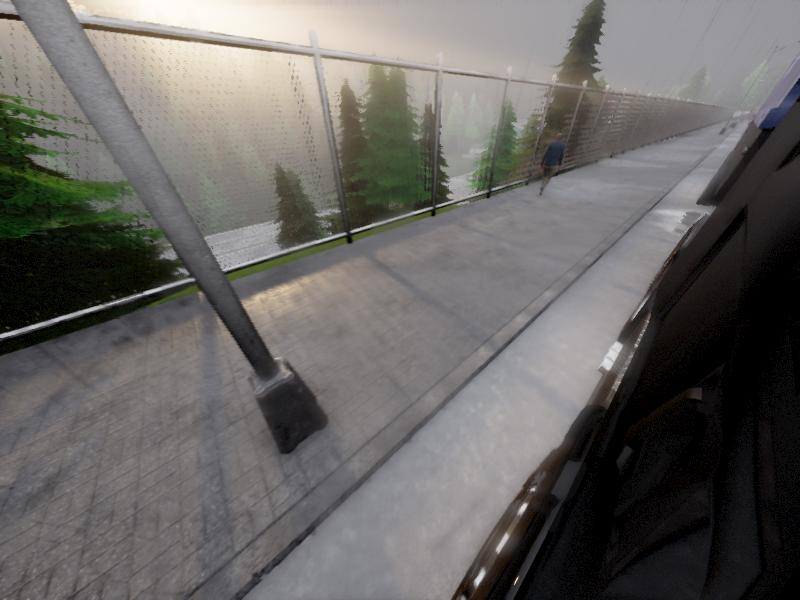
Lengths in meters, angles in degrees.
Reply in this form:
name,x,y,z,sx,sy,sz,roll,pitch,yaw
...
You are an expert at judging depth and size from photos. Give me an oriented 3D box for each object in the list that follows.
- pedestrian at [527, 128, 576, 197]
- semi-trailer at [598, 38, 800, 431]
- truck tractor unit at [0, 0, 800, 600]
name,x,y,z,sx,sy,sz,roll,pitch,yaw
pedestrian,5.011,-4.557,7.708,0.751,1.860,0.751,22,43,30
semi-trailer,8.696,-3.598,4.242,14.254,4.402,2.717,-28,43,-30
truck tractor unit,2.645,-0.295,0.351,6.516,4.208,3.053,-28,44,-30
